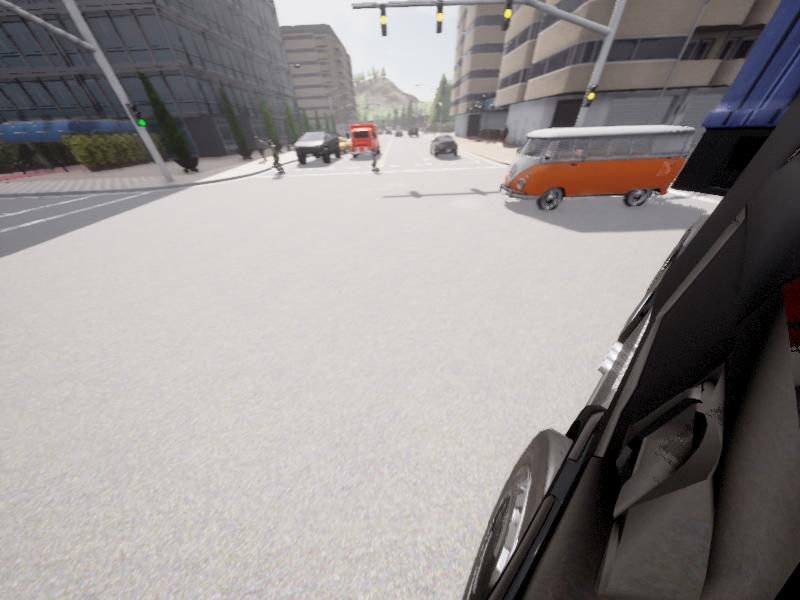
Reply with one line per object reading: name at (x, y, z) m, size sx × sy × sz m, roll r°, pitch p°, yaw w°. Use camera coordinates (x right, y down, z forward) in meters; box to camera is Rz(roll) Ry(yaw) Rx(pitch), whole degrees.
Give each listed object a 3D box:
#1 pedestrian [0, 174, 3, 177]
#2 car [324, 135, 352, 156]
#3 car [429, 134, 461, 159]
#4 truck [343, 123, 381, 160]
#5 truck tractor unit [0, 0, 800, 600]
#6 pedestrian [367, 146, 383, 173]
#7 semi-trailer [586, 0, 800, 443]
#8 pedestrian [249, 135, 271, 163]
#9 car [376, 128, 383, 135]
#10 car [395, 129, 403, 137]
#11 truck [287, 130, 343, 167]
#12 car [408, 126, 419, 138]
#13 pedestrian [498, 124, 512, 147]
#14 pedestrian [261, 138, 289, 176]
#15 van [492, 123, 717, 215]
pedestrian at (-30.810, -9.916, 16.815) m, size 0.751 × 1.860 × 0.751 m, roll -10°, pitch 38°, yaw -10°
car at (-6.834, -17.481, 26.009) m, size 1.801 × 1.575 × 5.366 m, roll -2°, pitch 37°, yaw 1°
car at (3.730, -13.264, 19.881) m, size 1.812 × 1.442 × 4.674 m, roll -3°, pitch 37°, yaw 0°
truck at (-3.342, -15.020, 21.784) m, size 2.627 × 2.467 × 5.204 m, roll -2°, pitch 37°, yaw 1°
truck tractor unit at (2.645, -0.295, 0.352) m, size 6.516 × 4.208 × 3.053 m, roll -28°, pitch 44°, yaw -30°
pedestrian at (-1.494, -8.311, 13.672) m, size 0.751 × 1.300 × 0.751 m, roll -7°, pitch 37°, yaw -7°
semi-trailer at (9.884, -2.281, 2.400) m, size 14.254 × 4.402 × 2.717 m, roll -11°, pitch 37°, yaw -11°
pedestrian at (-11.503, -12.487, 19.104) m, size 0.751 × 1.860 × 0.751 m, roll -4°, pitch 37°, yaw -2°
car at (-7.712, -63.903, 87.512) m, size 2.150 × 2.045 × 5.566 m, roll -2°, pitch 37°, yaw 1°
car at (-0.342, -43.622, 60.425) m, size 2.038 × 1.542 × 4.974 m, roll -2°, pitch 37°, yaw 1°
truck at (-6.815, -12.986, 19.588) m, size 2.390 × 2.098 × 6.274 m, roll -2°, pitch 37°, yaw 1°
car at (3.209, -40.366, 55.466) m, size 2.150 × 2.045 × 5.566 m, roll -2°, pitch 38°, yaw 1°
pedestrian at (10.335, -16.237, 22.811) m, size 0.751 × 1.860 × 0.751 m, roll 2°, pitch 37°, yaw 6°
pedestrian at (-7.462, -8.547, 13.872) m, size 0.751 × 1.860 × 0.751 m, roll -3°, pitch 37°, yaw -1°
van at (5.461, -3.937, 6.902) m, size 4.442 × 1.987 × 1.775 m, roll -2°, pitch 37°, yaw 0°
